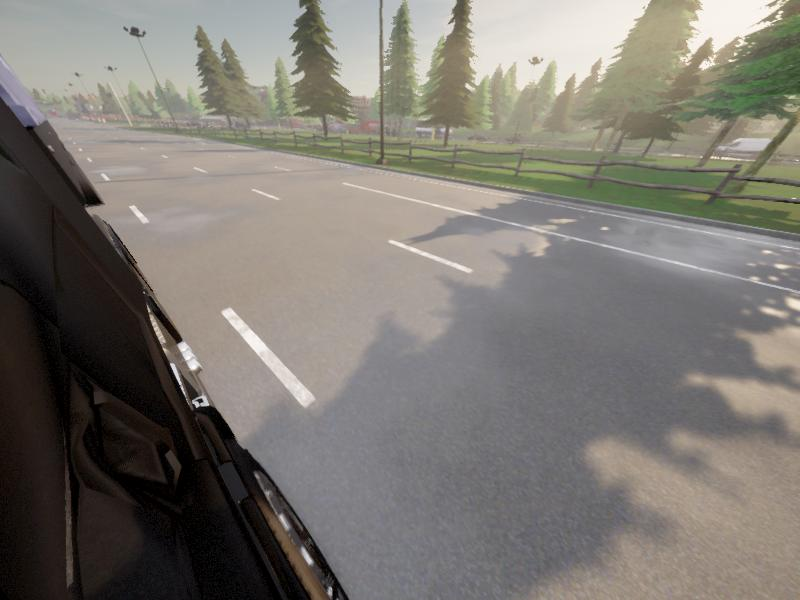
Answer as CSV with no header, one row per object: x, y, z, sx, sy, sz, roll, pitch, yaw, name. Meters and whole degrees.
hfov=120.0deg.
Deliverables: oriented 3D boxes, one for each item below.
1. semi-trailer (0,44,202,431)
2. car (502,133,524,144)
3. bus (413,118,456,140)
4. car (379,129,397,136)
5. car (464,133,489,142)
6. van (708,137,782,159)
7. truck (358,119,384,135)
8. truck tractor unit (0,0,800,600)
-8.701,-3.585,4.249,14.254,4.402,2.717,28,44,30,semi-trailer
26.110,-37.369,53.399,3.866,1.878,1.905,28,44,30,car
8.720,-44.788,60.355,10.273,4.253,3.944,28,44,30,bus
-3.454,-47.509,65.619,4.892,1.490,1.837,28,44,30,car
18.076,-38.743,55.000,5.027,1.651,2.152,29,44,31,car
55.549,-24.687,37.494,5.915,2.561,1.988,28,44,30,van
-9.044,-54.199,72.301,8.468,3.827,2.891,28,44,30,truck
-2.645,-0.295,0.351,6.516,4.208,3.053,28,44,30,truck tractor unit
